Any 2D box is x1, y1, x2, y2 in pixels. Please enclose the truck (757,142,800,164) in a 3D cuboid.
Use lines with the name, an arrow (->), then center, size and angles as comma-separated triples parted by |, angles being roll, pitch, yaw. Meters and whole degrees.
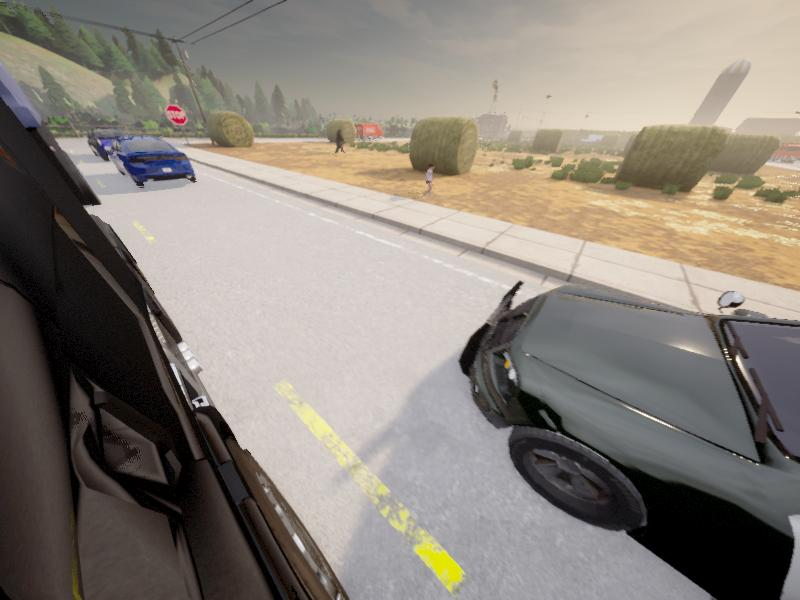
truck -> 57.525, -22.097, 34.571 | 2.627, 2.467, 5.204 | 27, 43, 29

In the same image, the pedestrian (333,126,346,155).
pedestrian -> -4.924, -12.978, 18.815 | 0.751, 1.860, 0.751 | -10, 38, -16

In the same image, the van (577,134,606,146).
van -> 55.990, -47.026, 67.762 | 5.915, 2.561, 1.988 | 27, 43, 29

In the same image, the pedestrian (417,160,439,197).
pedestrian -> 0.993, -4.375, 8.319 | 0.500, 1.100, 0.500 | 19, 40, 20

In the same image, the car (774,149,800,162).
car -> 64.964, -23.810, 38.049 | 2.038, 1.542, 4.974 | 27, 43, 29

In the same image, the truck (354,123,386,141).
truck -> -5.300, -30.216, 41.600 | 2.627, 2.467, 5.204 | 30, 44, 31

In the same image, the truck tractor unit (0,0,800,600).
truck tractor unit -> -2.645, -0.295, 0.351 | 6.516, 4.208, 3.053 | 28, 44, 30

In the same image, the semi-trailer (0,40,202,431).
semi-trailer -> -8.729, -3.577, 4.206 | 14.254, 4.402, 2.717 | 28, 44, 30

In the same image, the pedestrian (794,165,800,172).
pedestrian -> 37.161, -12.339, 21.139 | 0.500, 1.100, 0.500 | 23, 41, 25

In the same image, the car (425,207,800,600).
car -> 2.832, 1.040, 1.147 | 4.974, 1.542, 2.038 | 28, 44, 30

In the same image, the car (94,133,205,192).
car -> -10.461, -5.895, 9.606 | 5.008, 1.535, 1.882 | 27, 43, 29

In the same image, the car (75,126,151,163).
car -> -17.432, -9.508, 14.024 | 4.514, 1.525, 2.007 | 27, 43, 29
